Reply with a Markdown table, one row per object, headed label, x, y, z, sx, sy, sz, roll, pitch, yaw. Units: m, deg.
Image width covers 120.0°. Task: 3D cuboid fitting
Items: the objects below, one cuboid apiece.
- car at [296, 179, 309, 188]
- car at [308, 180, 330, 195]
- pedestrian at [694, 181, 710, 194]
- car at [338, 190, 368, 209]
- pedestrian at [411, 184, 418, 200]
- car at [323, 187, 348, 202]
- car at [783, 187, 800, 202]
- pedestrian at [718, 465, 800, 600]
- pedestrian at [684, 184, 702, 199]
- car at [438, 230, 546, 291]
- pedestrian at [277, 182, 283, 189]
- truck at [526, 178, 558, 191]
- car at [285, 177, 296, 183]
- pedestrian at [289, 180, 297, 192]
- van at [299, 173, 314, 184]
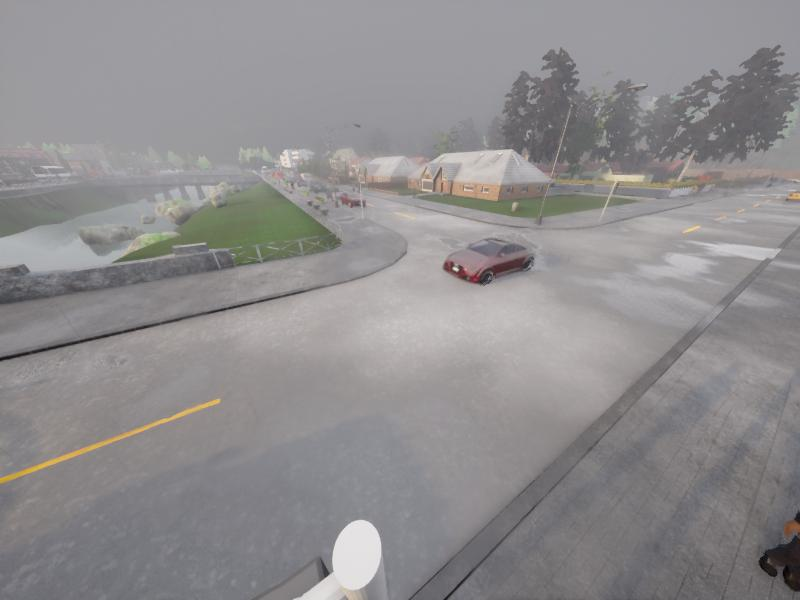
| label | x | y | z | sx | sy | sz | roll | pitch | yaw |
| --- | --- | --- | --- | --- | --- | --- | --- | --- | --- |
| car | -21.933 | -26.198 | 51.982 | 1.851 | 1.617 | 3.988 | -16 | 34 | -26 |
| car | -14.208 | -19.690 | 40.274 | 2.150 | 2.045 | 5.566 | -16 | 34 | -26 |
| pedestrian | 50.299 | -18.692 | 38.473 | 0.751 | 1.860 | 0.751 | -16 | 34 | -26 |
| car | -5.702 | -12.128 | 27.683 | 1.882 | 1.535 | 5.008 | -16 | 34 | -25 |
| pedestrian | 1.989 | -14.892 | 31.891 | 0.751 | 1.860 | 0.751 | -16 | 34 | -25 |
| car | -9.247 | -15.166 | 32.957 | 2.007 | 1.525 | 4.514 | -16 | 34 | -26 |
| car | 55.090 | -14.418 | 31.606 | 5.366 | 1.575 | 1.801 | -16 | 34 | -26 |
| pedestrian | 4.211 | 2.275 | 2.156 | 0.751 | 1.860 | 0.751 | -22 | 36 | -33 |
| pedestrian | 42.038 | -15.625 | 33.160 | 0.751 | 1.860 | 0.751 | -15 | 33 | -25 |
| car | 3.990 | -1.901 | 10.139 | 4.181 | 1.385 | 1.994 | -16 | 34 | -26 |
| pedestrian | -24.743 | -23.610 | 47.552 | 0.751 | 1.300 | 0.751 | -19 | 35 | -30 |
| truck | 27.281 | -22.337 | 44.478 | 2.069 | 2.038 | 4.478 | -16 | 34 | -26 |
| car | -31.664 | -34.627 | 66.599 | 2.038 | 1.542 | 4.974 | -16 | 34 | -26 |
| pedestrian | -18.989 | -20.177 | 41.044 | 0.751 | 1.860 | 0.751 | 0 | 30 | 0 |
| van | -26.653 | -34.653 | 65.804 | 2.351 | 2.431 | 6.366 | -16 | 34 | -26 |
